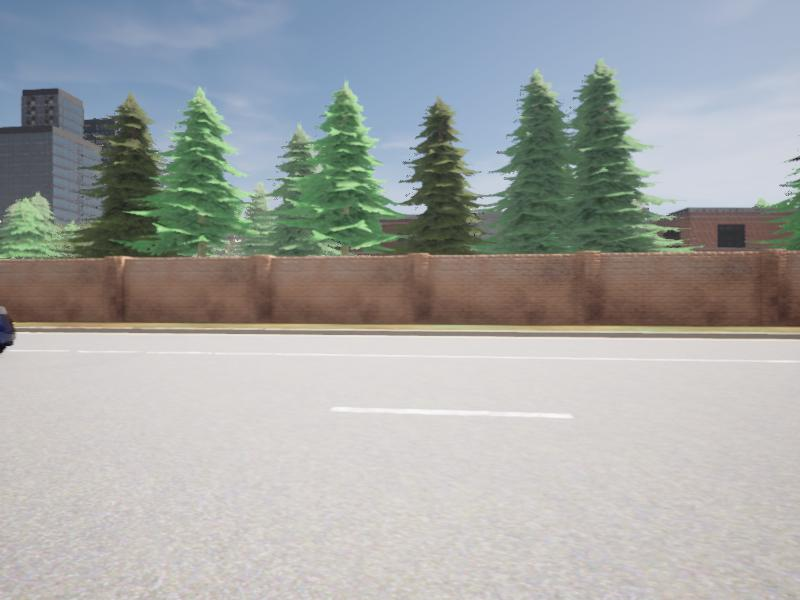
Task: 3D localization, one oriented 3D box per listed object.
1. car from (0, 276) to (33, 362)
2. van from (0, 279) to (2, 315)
[{"bbox_3d":[-8.574,0.308,6.189,4.181,1.385,1.994,0,0,6],"label":"car"},{"bbox_3d":[-28.613,-0.221,24.217,2.351,2.431,6.366,0,0,6],"label":"van"}]
